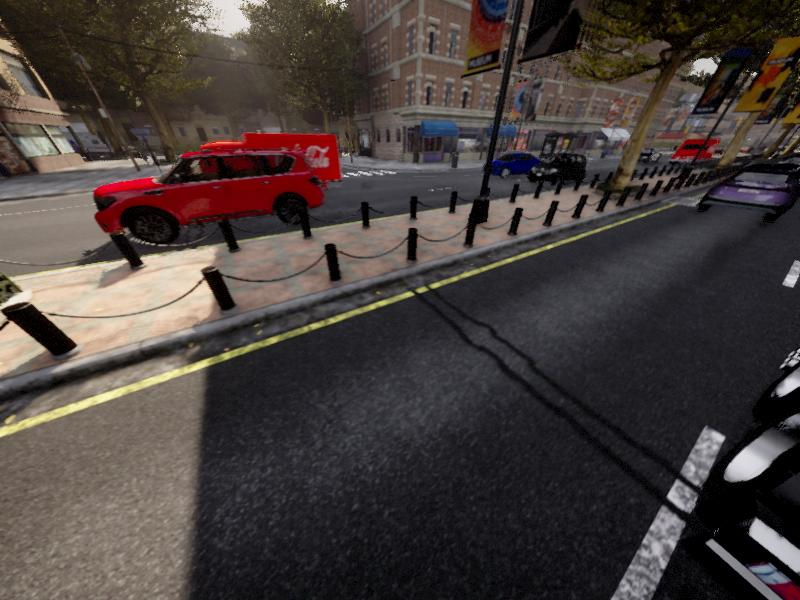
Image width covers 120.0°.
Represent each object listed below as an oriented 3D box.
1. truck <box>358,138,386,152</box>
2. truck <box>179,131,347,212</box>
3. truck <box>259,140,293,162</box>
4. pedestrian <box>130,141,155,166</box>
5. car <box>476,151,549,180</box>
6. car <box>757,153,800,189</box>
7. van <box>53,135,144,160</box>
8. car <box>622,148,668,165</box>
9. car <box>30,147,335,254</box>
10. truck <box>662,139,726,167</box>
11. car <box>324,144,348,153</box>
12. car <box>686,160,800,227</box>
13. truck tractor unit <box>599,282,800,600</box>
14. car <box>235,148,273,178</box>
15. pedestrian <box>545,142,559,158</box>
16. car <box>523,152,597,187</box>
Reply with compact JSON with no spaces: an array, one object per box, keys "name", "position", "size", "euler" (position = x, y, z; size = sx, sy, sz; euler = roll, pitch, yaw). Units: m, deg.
[{"name":"truck","position":[-5.975,-33.320,49.615],"size":[5.204,2.467,2.627],"euler":[-19,39,-26]},{"name":"truck","position":[-5.417,-5.717,9.994],"size":[5.204,2.467,2.627],"euler":[-19,39,-25]},{"name":"truck","position":[-15.556,-18.733,28.913],"size":[2.390,2.098,6.274],"euler":[-20,40,-26]},{"name":"pedestrian","position":[-22.917,-13.054,20.599],"size":[0.751,1.860,0.751],"euler":[-27,43,-34]},{"name":"car","position":[8.394,-10.146,17.287],"size":[5.008,1.535,1.882],"euler":[-18,39,-23]},{"name":"car","position":[25.612,-8.355,14.774],"size":[5.238,1.638,1.930],"euler":[-19,39,-25]},{"name":"van","position":[-38.446,-19.753,29.893],"size":[6.366,2.431,2.351],"euler":[-19,39,-26]},{"name":"car","position":[29.479,-17.334,27.798],"size":[4.974,1.542,2.038],"euler":[-19,39,-26]},{"name":"car","position":[-5.166,-3.290,6.882],"size":[5.566,2.045,2.150],"euler":[-19,39,-25]},{"name":"truck","position":[32.840,-16.536,25.855],"size":[5.204,2.467,2.627],"euler":[-19,39,-26]},{"name":"car","position":[-12.860,-30.481,46.438],"size":[4.181,1.385,1.994],"euler":[-18,39,-24]},{"name":"car","position":[13.519,-4.192,8.701],"size":[4.856,1.649,2.033],"euler":[-18,39,-26]},{"name":"truck tractor unit","position":[5.139,-0.272,0.738],"size":[6.516,4.208,3.053],"euler":[-17,38,-23]},{"name":"car","position":[-11.137,-10.583,17.684],"size":[1.851,1.617,3.988],"euler":[-17,39,-23]},{"name":"pedestrian","position":[21.314,-21.017,32.413],"size":[0.751,1.860,0.751],"euler":[-17,39,-24]},{"name":"car","position":[10.131,-8.372,14.695],"size":[3.988,1.617,1.851],"euler":[-19,39,-25]}]
